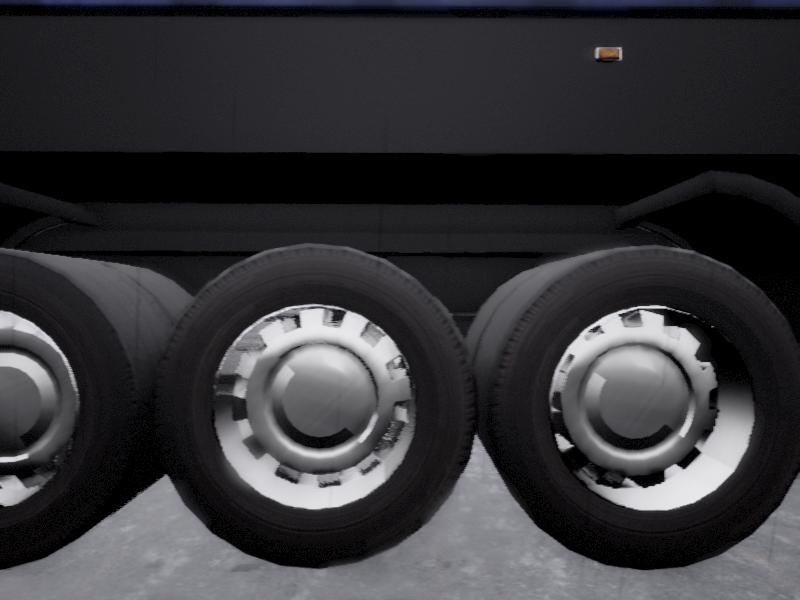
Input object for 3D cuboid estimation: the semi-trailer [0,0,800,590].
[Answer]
[{"bbox_3d":[-2.908,-1.221,2.704,14.254,4.402,2.717,0,0,0],"label":"semi-trailer"}]
